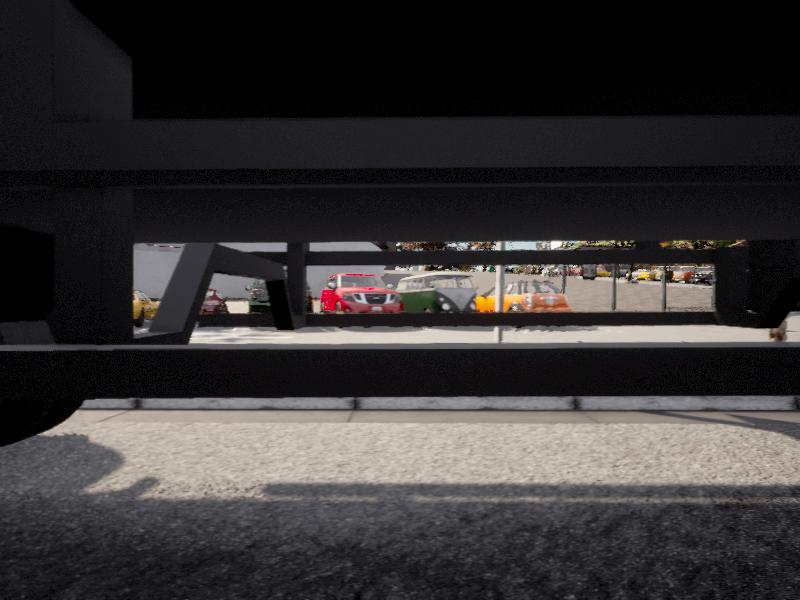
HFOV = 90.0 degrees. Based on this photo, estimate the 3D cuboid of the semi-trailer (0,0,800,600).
[{"bbox_3d":[-1.424,-1.220,1.685,14.254,4.402,2.717,0,0,0],"label":"semi-trailer"}]
